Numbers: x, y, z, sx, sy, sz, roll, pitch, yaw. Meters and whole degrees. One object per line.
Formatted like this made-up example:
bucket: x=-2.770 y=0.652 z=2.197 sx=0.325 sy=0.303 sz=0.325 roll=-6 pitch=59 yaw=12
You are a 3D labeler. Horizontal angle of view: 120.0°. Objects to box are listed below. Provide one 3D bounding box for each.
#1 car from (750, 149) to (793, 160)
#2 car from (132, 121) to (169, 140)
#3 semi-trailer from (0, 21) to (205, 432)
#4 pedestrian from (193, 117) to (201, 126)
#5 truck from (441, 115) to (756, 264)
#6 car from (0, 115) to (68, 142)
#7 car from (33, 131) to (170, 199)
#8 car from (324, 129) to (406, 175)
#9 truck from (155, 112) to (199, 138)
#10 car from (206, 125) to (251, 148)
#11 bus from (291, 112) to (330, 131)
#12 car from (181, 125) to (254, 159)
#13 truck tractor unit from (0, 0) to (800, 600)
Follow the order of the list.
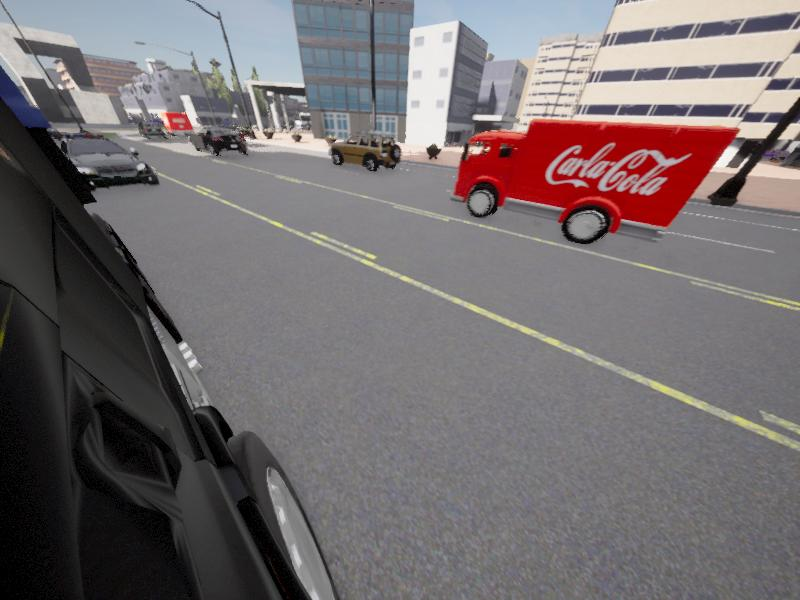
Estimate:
car: x=80.401 y=-31.592 z=50.103 sx=4.514 sy=1.525 sz=2.007 roll=24 pitch=42 yaw=27
car: x=-27.420 y=-18.667 z=25.399 sx=3.705 sy=1.549 sz=1.789 roll=29 pitch=44 yaw=30
semi-trailer: x=-8.897 y=-3.468 z=4.013 sx=14.254 sy=4.402 sz=2.717 roll=26 pitch=43 yaw=27
pedestrian: x=-54.456 y=-47.982 z=62.068 sx=0.751 sy=1.860 sz=0.751 roll=5 pitch=37 yaw=3
truck: x=4.243 y=-3.416 z=6.415 sx=5.204 sy=2.467 sz=2.627 roll=26 pitch=43 yaw=27
car: x=-31.792 y=-14.892 z=20.006 sx=4.611 sy=1.667 sz=2.242 roll=22 pitch=41 yaw=23
car: x=-11.067 y=-5.181 z=8.554 sx=4.974 sy=1.542 sz=2.038 roll=26 pitch=43 yaw=28
car: x=-2.136 y=-8.979 z=13.880 sx=4.605 sy=1.855 sz=1.932 roll=26 pitch=43 yaw=27
truck: x=-29.113 y=-22.870 z=30.123 sx=5.204 sy=2.467 sz=2.627 roll=31 pitch=45 yaw=32
car: x=-16.513 y=-15.783 z=22.268 sx=3.705 sy=1.549 sz=1.789 roll=26 pitch=43 yaw=27
bus: x=-27.148 y=-54.743 z=71.084 sx=3.944 sy=4.253 sz=10.273 roll=25 pitch=42 yaw=27
car: x=-13.374 y=-11.638 z=16.903 sx=5.027 sy=1.651 sz=2.152 roll=25 pitch=43 yaw=27
truck tractor unit: x=-2.645 y=-0.295 z=0.351 sx=6.516 sy=4.208 sz=3.053 roll=28 pitch=44 yaw=30
